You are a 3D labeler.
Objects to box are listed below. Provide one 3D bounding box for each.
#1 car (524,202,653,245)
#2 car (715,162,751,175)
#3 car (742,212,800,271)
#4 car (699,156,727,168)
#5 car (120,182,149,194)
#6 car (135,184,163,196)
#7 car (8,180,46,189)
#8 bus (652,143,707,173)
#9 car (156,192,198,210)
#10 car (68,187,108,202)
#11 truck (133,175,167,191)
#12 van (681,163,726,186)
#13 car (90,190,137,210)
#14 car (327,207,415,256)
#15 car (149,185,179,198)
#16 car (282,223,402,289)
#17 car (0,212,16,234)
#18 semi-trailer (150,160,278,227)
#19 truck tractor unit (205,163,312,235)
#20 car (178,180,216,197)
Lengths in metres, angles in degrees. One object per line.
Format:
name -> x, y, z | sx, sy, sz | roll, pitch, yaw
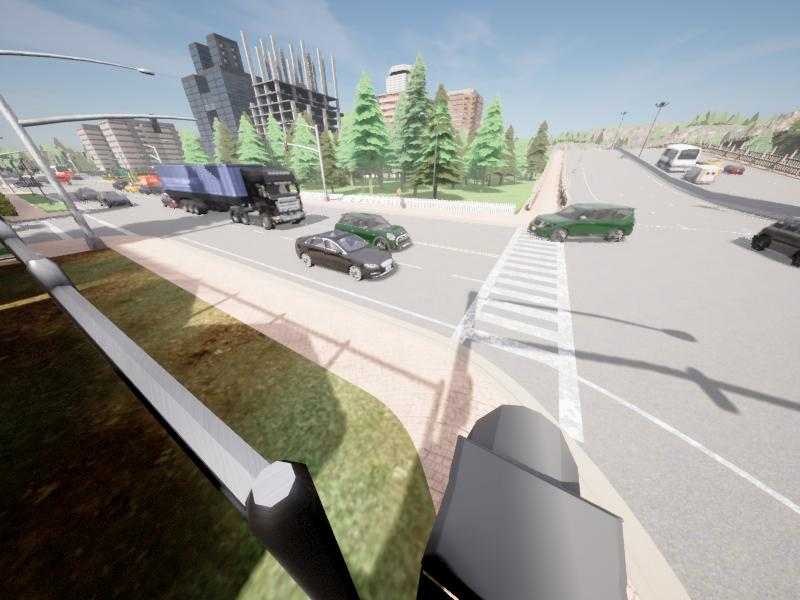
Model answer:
car -> 11.165, -4.764, 14.211 | 5.566, 2.045, 2.150 | 0, 31, 1
car -> 62.200, -24.593, 43.260 | 2.163, 1.488, 4.792 | 16, 41, 26
car -> 19.549, -2.710, 10.819 | 1.932, 1.855, 4.605 | 16, 34, 25
car -> 66.545, -29.323, 49.194 | 1.801, 1.575, 5.366 | 16, 41, 26
car -> -47.118, -19.966, 41.007 | 5.366, 1.575, 1.801 | 17, 34, 27
car -> -41.167, -18.094, 37.870 | 4.193, 1.474, 1.816 | 17, 34, 27
car -> -79.624, -24.754, 49.435 | 1.812, 1.442, 4.674 | -10, 31, -17
bus -> 58.211, -29.942, 48.625 | 3.944, 4.253, 10.273 | 16, 41, 26
car -> -24.754, -11.003, 25.612 | 3.806, 1.475, 1.970 | 17, 34, 28
car -> -42.409, -14.393, 31.404 | 4.974, 1.542, 2.038 | 17, 34, 27
truck -> -49.132, -23.022, 45.411 | 5.204, 2.467, 2.627 | 17, 34, 27
van -> 51.157, -21.376, 39.223 | 2.351, 2.431, 6.366 | 16, 41, 26
car -> -32.321, -11.346, 26.017 | 5.238, 1.638, 1.930 | 17, 34, 27
car -> -1.649, -4.057, 13.237 | 4.553, 1.767, 2.097 | 17, 34, 27
car -> -35.779, -16.477, 34.990 | 3.705, 1.549, 1.789 | 17, 34, 27
car -> -2.551, -2.155, 10.227 | 4.902, 1.511, 2.128 | 17, 34, 27
car -> -28.740, -4.993, 14.684 | 1.905, 1.878, 3.866 | 15, 33, 25
semi-trailer -> -17.158, -10.000, 20.903 | 14.254, 4.402, 2.717 | 18, 34, 27
truck tractor unit -> -10.446, -7.794, 17.325 | 6.516, 4.208, 3.053 | 17, 34, 27
car -> -31.949, -17.567, 36.387 | 5.566, 2.045, 2.150 | 17, 34, 27
